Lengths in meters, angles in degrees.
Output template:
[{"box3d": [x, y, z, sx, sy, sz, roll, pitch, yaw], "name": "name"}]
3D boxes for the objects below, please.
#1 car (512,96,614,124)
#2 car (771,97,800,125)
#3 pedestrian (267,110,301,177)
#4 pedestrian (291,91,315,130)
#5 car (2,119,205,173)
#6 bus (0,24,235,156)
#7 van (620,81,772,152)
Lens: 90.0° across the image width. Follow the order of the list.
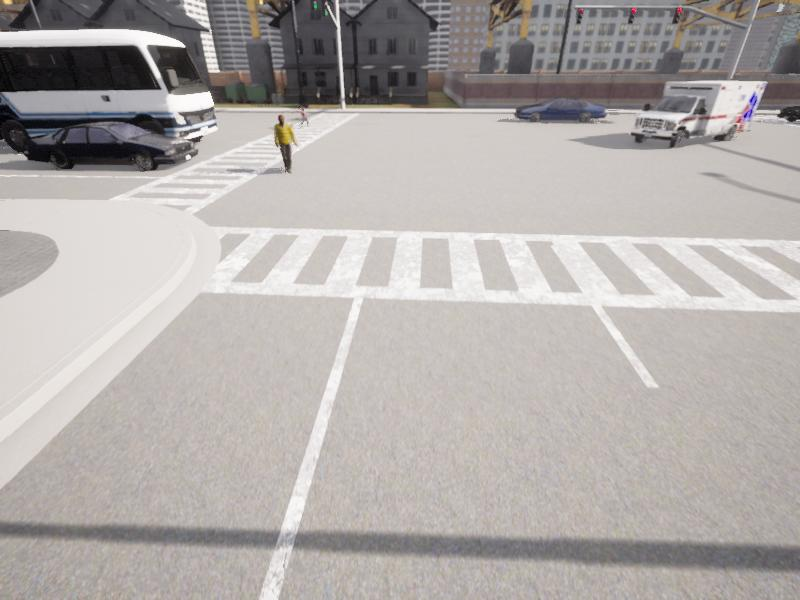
[{"box3d": [10.023, -11.895, 25.011, 5.357, 1.411, 2.033, 2, 30, 3], "name": "car"}, {"box3d": [26.250, -11.410, 24.122, 5.357, 1.411, 2.033, 2, 30, 3], "name": "car"}, {"box3d": [-3.620, -4.937, 12.619, 0.751, 1.860, 0.751, -5, 31, -9], "name": "pedestrian"}, {"box3d": [-5.399, -10.564, 22.273, 0.751, 1.860, 0.751, 16, 34, 25], "name": "pedestrian"}, {"box3d": [-10.106, -5.428, 13.995, 5.357, 1.411, 2.033, 2, 30, 3], "name": "car"}, {"box3d": [-13.129, -8.577, 16.580, 10.273, 4.253, 3.944, 1, 30, 3], "name": "bus"}, {"box3d": [13.308, -8.422, 18.019, 6.366, 2.431, 2.351, -16, 34, -26], "name": "van"}]
